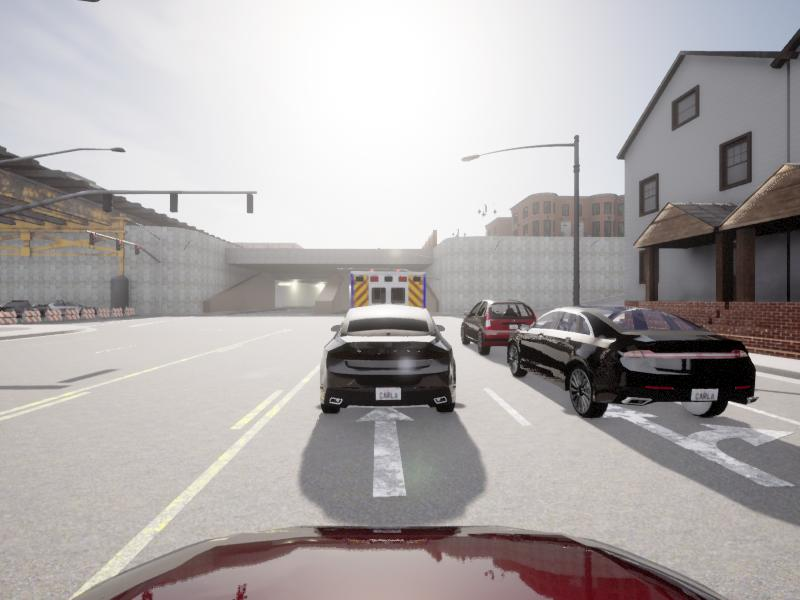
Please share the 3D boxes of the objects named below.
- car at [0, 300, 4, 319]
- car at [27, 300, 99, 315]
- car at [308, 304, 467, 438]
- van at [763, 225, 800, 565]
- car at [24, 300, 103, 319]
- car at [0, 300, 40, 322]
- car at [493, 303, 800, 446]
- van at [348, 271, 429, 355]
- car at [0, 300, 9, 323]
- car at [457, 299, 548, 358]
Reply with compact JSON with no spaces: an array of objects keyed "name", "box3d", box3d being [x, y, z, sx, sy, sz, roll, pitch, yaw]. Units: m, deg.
[{"name":"car","box3d":[-29.000,0.638,25.964,1.853,1.218,4.536,0,0,42]},{"name":"car","box3d":[-30.092,0.638,35.903,1.853,1.218,4.536,0,0,27]},{"name":"car","box3d":[-0.209,0.844,7.073,1.837,1.490,4.892,0,0,-2]},{"name":"van","box3d":[3.492,0.572,0.423,2.069,2.038,4.480,0,0,-2]},{"name":"car","box3d":[-30.069,0.796,35.949,2.038,1.542,4.974,0,0,27]},{"name":"car","box3d":[-29.116,0.796,30.609,2.038,1.542,4.974,0,0,-38]},{"name":"car","box3d":[3.293,0.836,6.852,2.128,1.511,4.902,0,0,-2]},{"name":"van","box3d":[-0.436,0.378,14.773,2.351,2.431,6.366,0,0,-2]},{"name":"car","box3d":[-28.966,0.796,26.003,2.038,1.542,4.974,0,0,42]},{"name":"car","box3d":[3.116,0.788,13.044,1.851,1.617,3.988,0,0,-2]}]
